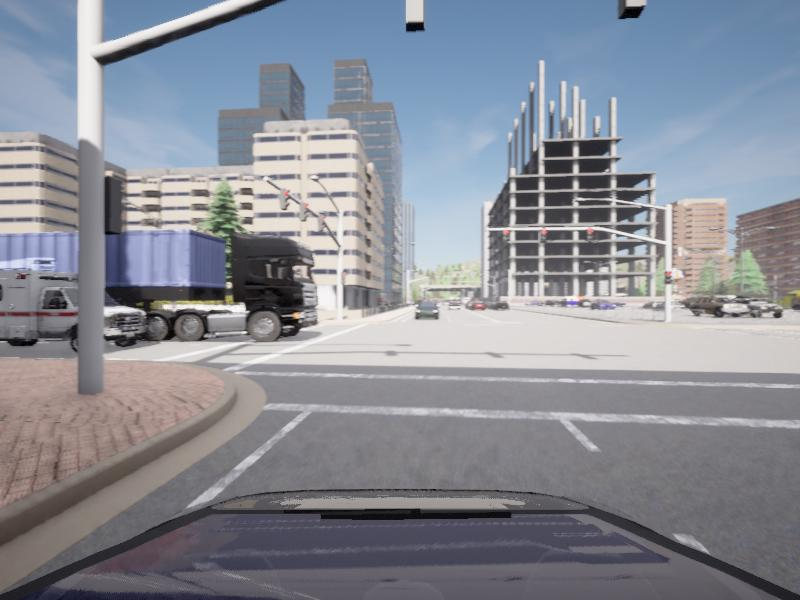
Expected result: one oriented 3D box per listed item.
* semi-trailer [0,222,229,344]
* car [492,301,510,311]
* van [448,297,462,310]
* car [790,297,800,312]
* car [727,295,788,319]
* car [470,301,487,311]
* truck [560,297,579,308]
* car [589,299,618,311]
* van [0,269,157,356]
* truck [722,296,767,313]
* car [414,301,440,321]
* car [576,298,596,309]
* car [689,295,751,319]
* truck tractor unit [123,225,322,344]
[{"bbox_3d":[-14.582,-0.648,16.491,14.254,4.402,2.717,0,0,5],"label":"semi-trailer"},{"bbox_3d":[15.483,0.854,61.315,1.882,1.535,5.008,0,0,5],"label":"car"},{"bbox_3d":[8.647,0.591,63.404,2.069,2.038,4.480,0,0,5],"label":"van"},{"bbox_3d":[51.125,0.603,49.272,1.932,1.855,4.605,0,0,5],"label":"car"},{"bbox_3d":[29.919,0.562,33.689,1.905,1.878,3.866,0,0,5],"label":"car"},{"bbox_3d":[11.979,0.875,61.455,2.163,1.488,4.792,0,0,5],"label":"car"},{"bbox_3d":[30.754,0.465,72.739,2.069,2.038,4.478,0,0,5],"label":"truck"},{"bbox_3d":[29.318,0.727,57.763,2.242,1.667,4.611,0,0,5],"label":"car"},{"bbox_3d":[-11.512,0.353,12.659,6.366,2.431,2.351,0,0,5],"label":"van"},{"bbox_3d":[42.940,0.492,50.009,2.069,2.038,4.478,0,0,5],"label":"truck"},{"bbox_3d":[2.342,0.830,33.729,2.038,1.542,4.974,0,0,6],"label":"car"},{"bbox_3d":[33.643,0.566,72.529,1.932,1.855,4.605,0,0,5],"label":"car"},{"bbox_3d":[27.043,0.553,34.022,1.932,1.855,4.605,0,0,5],"label":"car"},{"bbox_3d":[-6.696,-0.532,15.845,6.516,4.208,3.053,0,0,4],"label":"truck tractor unit"}]
